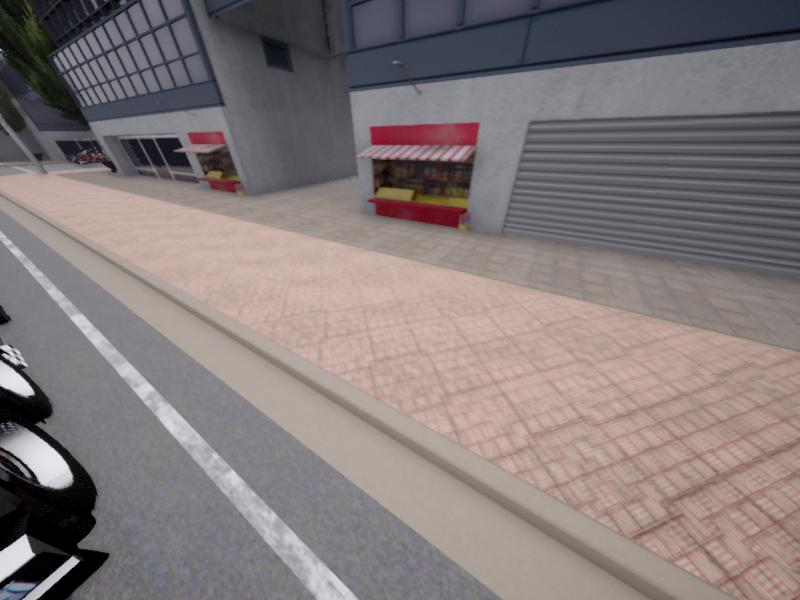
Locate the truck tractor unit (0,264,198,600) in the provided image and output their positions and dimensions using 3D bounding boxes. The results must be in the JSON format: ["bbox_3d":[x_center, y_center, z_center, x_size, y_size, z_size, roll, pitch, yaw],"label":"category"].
[{"bbox_3d":[-5.122,-0.286,0.777,6.516,4.208,3.053,18,40,24],"label":"truck tractor unit"}]

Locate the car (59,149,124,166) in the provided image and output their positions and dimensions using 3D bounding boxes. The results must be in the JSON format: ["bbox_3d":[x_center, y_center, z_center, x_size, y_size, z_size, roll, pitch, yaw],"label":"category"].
[{"bbox_3d":[-36.420,-16.991,27.432,1.816,1.474,4.193,18,39,25],"label":"car"}]
